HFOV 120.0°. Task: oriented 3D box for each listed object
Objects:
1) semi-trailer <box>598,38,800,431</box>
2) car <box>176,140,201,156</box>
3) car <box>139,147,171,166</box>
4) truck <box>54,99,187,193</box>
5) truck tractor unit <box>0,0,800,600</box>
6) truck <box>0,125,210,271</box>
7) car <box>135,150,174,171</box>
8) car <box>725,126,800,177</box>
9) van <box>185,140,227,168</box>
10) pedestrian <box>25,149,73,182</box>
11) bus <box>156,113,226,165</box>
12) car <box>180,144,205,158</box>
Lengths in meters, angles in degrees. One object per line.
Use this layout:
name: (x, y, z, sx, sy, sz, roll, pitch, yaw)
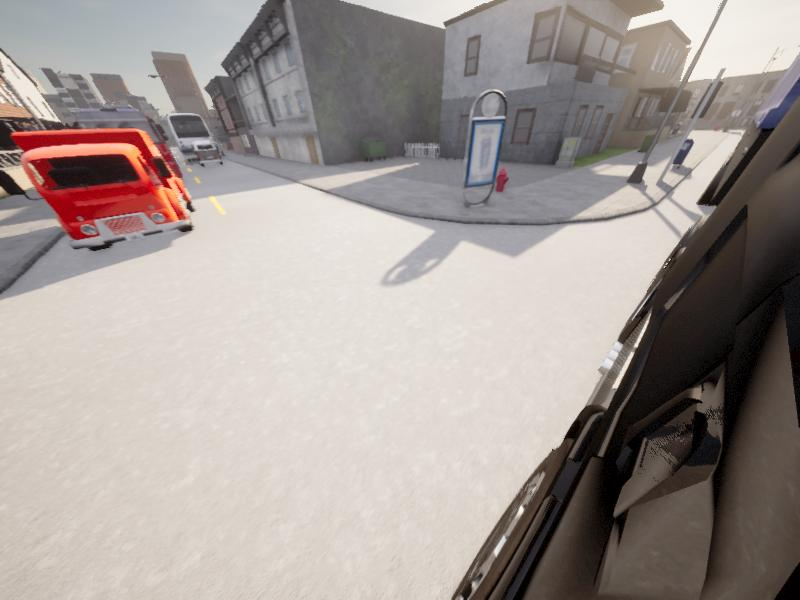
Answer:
semi-trailer: (8.697, -3.603, 4.233, 14.254, 4.402, 2.717, -28, 43, -30)
car: (-35.651, -25.691, 38.882, 2.150, 2.045, 5.566, -28, 43, -30)
car: (-27.913, -16.494, 26.429, 1.882, 1.535, 5.008, -28, 43, -30)
truck: (-16.570, -9.684, 14.599, 2.891, 3.827, 8.468, -28, 43, -29)
truck tractor unit: (2.645, -0.295, 0.351, 6.516, 4.208, 3.053, -28, 44, -30)
truck: (-7.900, -3.305, 6.567, 2.627, 2.467, 5.204, -27, 44, -29)
car: (-23.500, -13.424, 22.147, 1.994, 1.385, 4.181, -29, 44, -31)
car: (16.996, -6.842, 10.455, 4.514, 1.525, 2.007, -28, 43, -30)
van: (-18.770, -14.181, 22.285, 2.069, 2.038, 4.480, -28, 43, -30)
pedestrian: (-24.768, -9.522, 16.360, 0.751, 1.860, 0.751, -16, 39, -18)
bus: (-24.758, -18.999, 27.309, 3.944, 4.253, 10.273, -28, 43, -30)
car: (-30.980, -22.295, 34.440, 2.007, 1.525, 4.514, -28, 43, -30)
